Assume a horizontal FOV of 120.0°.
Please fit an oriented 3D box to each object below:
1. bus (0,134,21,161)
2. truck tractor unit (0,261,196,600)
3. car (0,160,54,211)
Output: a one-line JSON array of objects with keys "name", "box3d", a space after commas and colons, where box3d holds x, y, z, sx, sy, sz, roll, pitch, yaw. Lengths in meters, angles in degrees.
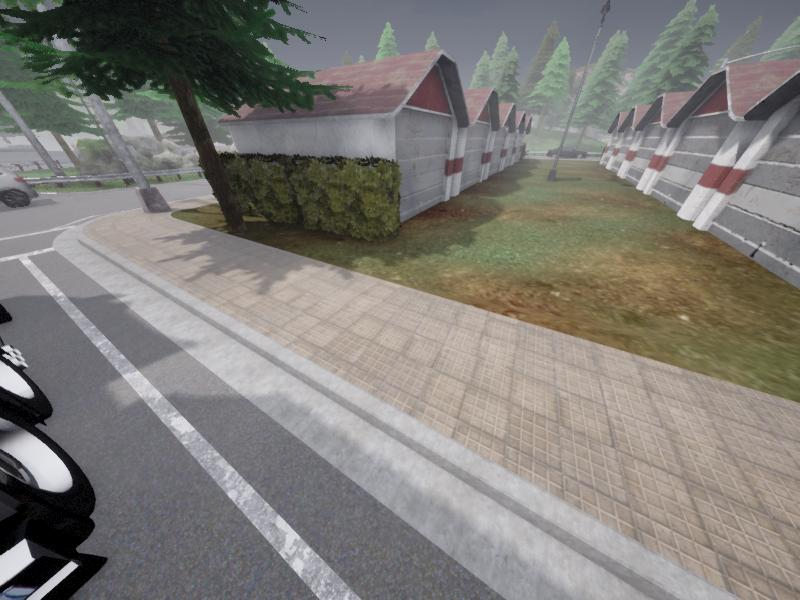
[{"name": "bus", "box3d": [-64.541, -22.027, 32.711, 3.944, 4.253, 10.273, 18, 39, 25]}, {"name": "truck tractor unit", "box3d": [-5.107, -0.305, 0.786, 6.516, 4.208, 3.053, 19, 39, 24]}, {"name": "car", "box3d": [-17.586, -4.021, 8.556, 2.242, 1.667, 4.611, 7, 36, 11]}]
